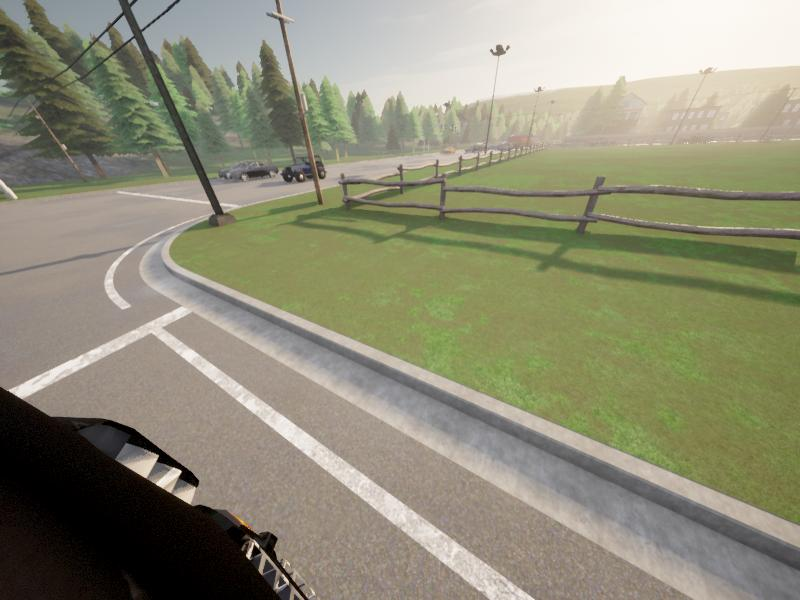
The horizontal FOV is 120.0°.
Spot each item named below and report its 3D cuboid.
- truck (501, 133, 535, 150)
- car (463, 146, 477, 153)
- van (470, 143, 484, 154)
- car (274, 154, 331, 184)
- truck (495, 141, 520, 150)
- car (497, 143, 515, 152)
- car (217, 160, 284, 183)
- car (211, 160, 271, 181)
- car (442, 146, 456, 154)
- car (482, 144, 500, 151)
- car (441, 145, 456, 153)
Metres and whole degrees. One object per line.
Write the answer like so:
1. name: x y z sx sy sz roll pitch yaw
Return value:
1. truck: 36.388 -49.096 71.531 8.468 3.827 2.891 -2 34 1
2. car: 18.761 -40.303 61.748 1.816 1.474 4.193 23 41 33
3. van: 19.115 -37.599 57.162 2.069 2.038 4.480 16 38 26
4. car: -8.155 -11.270 19.756 1.905 1.878 3.866 16 38 26
5. truck: 32.116 -46.115 68.930 6.274 2.098 2.390 -8 34 -8
6. car: 28.031 -40.332 61.057 4.611 1.667 2.242 -29 41 -33
7. car: -14.397 -12.643 22.626 2.128 1.511 4.902 16 38 26
8. car: -16.924 -14.006 24.877 1.837 1.490 4.892 16 38 26
9. car: 12.824 -38.910 60.049 1.882 1.535 5.008 16 38 26
10. car: 29.226 -49.161 74.412 5.027 1.651 2.152 -13 35 -14
11. car: 13.931 -43.123 65.991 1.932 1.855 4.605 23 41 33
